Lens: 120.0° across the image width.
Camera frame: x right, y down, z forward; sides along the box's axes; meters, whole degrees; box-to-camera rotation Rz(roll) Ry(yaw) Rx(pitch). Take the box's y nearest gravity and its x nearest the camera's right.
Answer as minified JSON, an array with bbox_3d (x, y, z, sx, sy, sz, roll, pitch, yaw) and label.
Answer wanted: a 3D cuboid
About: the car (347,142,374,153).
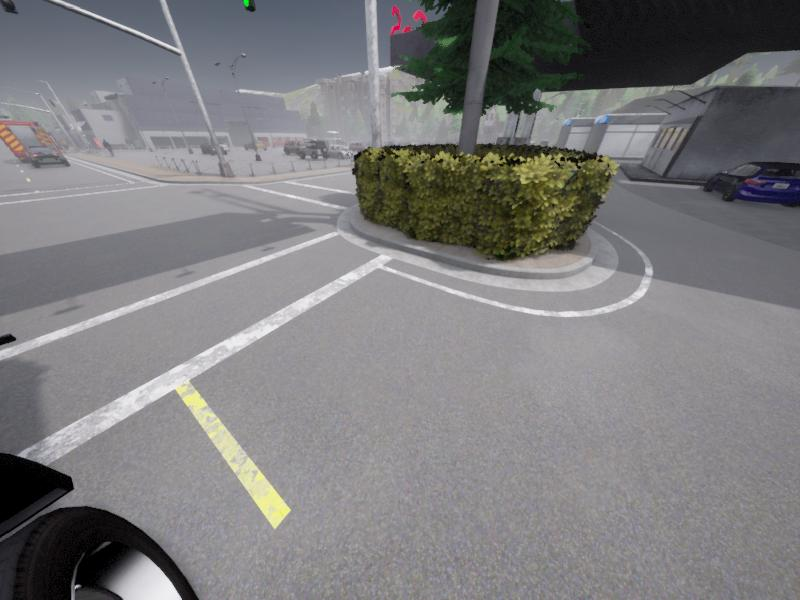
[{"bbox_3d":[-7.041,-27.292,41.296,4.514,1.523,2.007,22,41,28],"label":"car"}]

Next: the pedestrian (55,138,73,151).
[{"bbox_3d":[-58.208,-26.997,40.058,0.751,1.860,0.751,-11,37,-15],"label":"pedestrian"}]

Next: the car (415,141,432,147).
[{"bbox_3d":[7.702,-50.975,75.388,4.792,1.488,2.163,22,40,27],"label":"car"}]

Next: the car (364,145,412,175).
[{"bbox_3d":[-0.882,-11.790,19.339,1.905,1.878,3.866,22,41,28],"label":"car"}]

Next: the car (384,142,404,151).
[{"bbox_3d":[-1.296,-31.964,48.006,3.633,1.501,1.845,22,41,28],"label":"car"}]

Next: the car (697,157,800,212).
[{"bbox_3d":[17.423,-5.821,11.299,2.242,1.667,4.611,22,41,28],"label":"car"}]

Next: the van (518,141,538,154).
[{"bbox_3d":[24.122,-28.686,43.370,2.069,2.038,4.480,22,41,28],"label":"van"}]

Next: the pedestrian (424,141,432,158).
[{"bbox_3d":[3.701,-19.876,30.571,0.751,1.860,0.751,22,40,27],"label":"pedestrian"}]

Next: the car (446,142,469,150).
[{"bbox_3d":[13.521,-36.471,54.543,4.514,1.523,2.007,22,41,28],"label":"car"}]

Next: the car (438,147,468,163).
[{"bbox_3d":[6.480,-17.609,28.011,1.970,1.475,3.806,22,41,28],"label":"car"}]

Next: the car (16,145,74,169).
[{"bbox_3d":[-31.420,-12.709,20.411,4.974,1.542,2.038,22,41,28],"label":"car"}]

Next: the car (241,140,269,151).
[{"bbox_3d":[-27.214,-29.028,43.370,5.027,1.636,2.152,22,41,28],"label":"car"}]

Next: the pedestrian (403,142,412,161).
[{"bbox_3d":[0.832,-17.487,27.159,0.751,1.860,0.751,23,41,29],"label":"pedestrian"}]

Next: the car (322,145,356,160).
[{"bbox_3d":[-7.764,-18.818,29.370,3.806,1.475,1.970,22,41,28],"label":"car"}]

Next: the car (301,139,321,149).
[{"bbox_3d":[-19.902,-35.112,51.926,3.866,1.878,1.905,22,41,28],"label":"car"}]

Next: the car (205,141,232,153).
[{"bbox_3d":[-30.616,-25.835,38.951,3.806,1.475,1.970,22,41,28],"label":"car"}]

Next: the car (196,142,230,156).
[{"bbox_3d":[-26.925,-21.719,33.247,4.514,1.523,2.007,22,41,28],"label":"car"}]

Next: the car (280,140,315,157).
[{"bbox_3d":[-14.743,-21.829,33.139,4.605,1.855,1.932,22,41,28],"label":"car"}]

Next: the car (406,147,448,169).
[{"bbox_3d":[2.837,-14.706,23.734,2.033,1.649,4.856,22,41,28],"label":"car"}]

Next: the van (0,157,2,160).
[{"bbox_3d":[-47.675,-17.024,25.982,4.480,2.038,2.069,21,39,27],"label":"van"}]

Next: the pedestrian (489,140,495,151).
[{"bbox_3d":[19.468,-32.712,48.903,0.751,1.860,0.751,24,41,29],"label":"pedestrian"}]

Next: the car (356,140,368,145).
[{"bbox_3d":[-13.777,-57.614,84.632,1.816,1.474,4.193,22,41,28],"label":"car"}]

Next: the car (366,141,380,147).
[{"bbox_3d":[-7.848,-45.076,66.670,3.633,1.501,1.845,22,41,28],"label":"car"}]

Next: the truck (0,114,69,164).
[{"bbox_3d":[-38.715,-16.619,23.921,8.468,3.827,2.891,22,41,28],"label":"truck"}]

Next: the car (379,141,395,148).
[{"bbox_3d":[-3.462,-41.203,61.220,3.806,1.475,1.970,22,41,28],"label":"car"}]

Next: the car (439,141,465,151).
[{"bbox_3d":[11.771,-34.985,52.405,5.027,1.636,2.152,22,41,28],"label":"car"}]

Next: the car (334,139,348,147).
[{"bbox_3d":[-18.773,-50.131,73.639,1.905,1.878,3.866,22,41,28],"label":"car"}]

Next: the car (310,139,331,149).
[{"bbox_3d":[-18.580,-36.600,54.083,4.605,1.855,1.932,22,41,28],"label":"car"}]

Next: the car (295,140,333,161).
[{"bbox_3d":[-10.164,-17.688,27.256,3.866,1.878,1.905,22,41,28],"label":"car"}]

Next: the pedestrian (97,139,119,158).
[{"bbox_3d":[-34.429,-17.952,27.302,0.751,1.860,0.751,-23,41,-29],"label":"pedestrian"}]

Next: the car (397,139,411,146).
[{"bbox_3d":[1.369,-53.645,78.790,4.605,1.855,1.932,22,40,27],"label":"car"}]

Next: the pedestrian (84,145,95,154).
[{"bbox_3d":[-46.680,-22.692,34.732,0.500,1.100,0.500,15,38,20],"label":"pedestrian"}]
